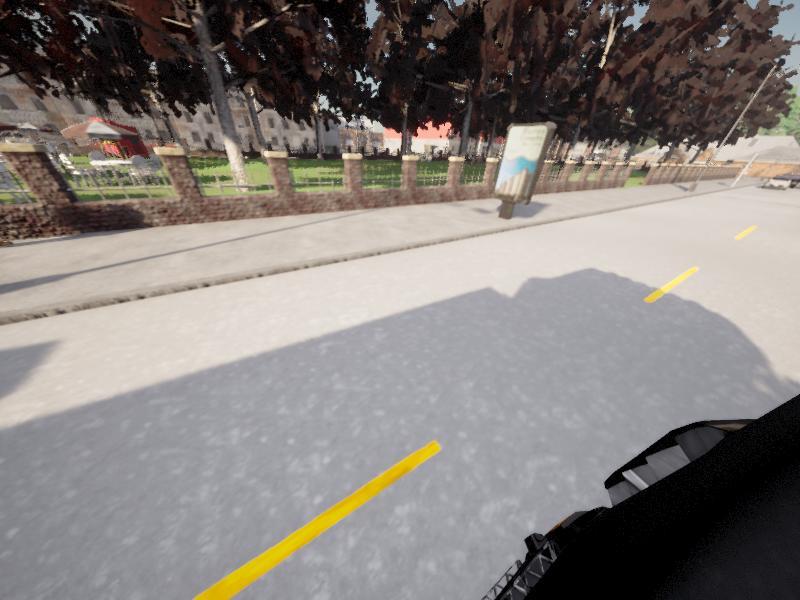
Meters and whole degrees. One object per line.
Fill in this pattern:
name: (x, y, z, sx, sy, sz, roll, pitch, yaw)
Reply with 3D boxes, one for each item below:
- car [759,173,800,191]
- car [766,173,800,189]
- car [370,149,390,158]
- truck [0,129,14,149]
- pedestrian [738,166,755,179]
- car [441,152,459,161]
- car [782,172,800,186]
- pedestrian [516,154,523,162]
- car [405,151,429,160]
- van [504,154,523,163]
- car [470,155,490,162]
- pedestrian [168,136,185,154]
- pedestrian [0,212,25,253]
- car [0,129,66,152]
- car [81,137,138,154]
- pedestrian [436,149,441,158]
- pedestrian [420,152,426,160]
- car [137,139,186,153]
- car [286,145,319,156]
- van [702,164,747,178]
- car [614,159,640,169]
car: (42.031, -13.105, 25.546, 3.633, 1.501, 1.845, -18, 39, -28)
car: (47.836, -14.697, 28.515, 5.357, 1.411, 2.033, -17, 38, -27)
car: (-4.247, -31.096, 49.010, 3.633, 1.501, 1.845, -17, 38, -27)
truck: (-48.854, -17.898, 25.185, 6.274, 2.098, 2.390, -19, 39, -30)
pedestrian: (58.632, -21.594, 39.075, 0.751, 1.860, 0.751, -18, 39, -28)
car: (11.618, -33.229, 53.436, 3.705, 1.549, 1.789, -17, 38, -26)
car: (59.069, -17.980, 34.155, 5.366, 1.575, 1.801, -17, 39, -27)
pedestrian: (30.197, -35.882, 58.356, 0.751, 1.860, 0.751, -17, 38, -27)
car: (3.649, -30.857, 49.267, 4.514, 1.525, 2.007, -16, 38, -27)
van: (31.201, -39.058, 63.681, 4.480, 2.038, 2.069, -17, 38, -27)
car: (20.055, -35.533, 57.995, 4.892, 1.490, 1.837, -17, 38, -27)
pedestrian: (-28.729, -19.908, 29.752, 0.751, 1.860, 0.751, -7, 35, -14)
pedestrian: (-8.251, -1.783, 4.083, 0.751, 1.860, 0.751, -17, 38, -27)
car: (-41.571, -17.626, 25.536, 4.605, 1.855, 1.932, -16, 38, -26)
car: (-35.668, -19.106, 28.587, 3.806, 1.475, 1.970, -17, 39, -27)
pedestrian: (9.978, -37.578, 59.335, 0.751, 1.860, 0.751, -13, 37, -22)
pedestrian: (4.418, -27.766, 44.652, 0.751, 1.300, 0.751, -24, 42, -34)
car: (-34.158, -22.195, 33.304, 4.514, 1.525, 2.007, -17, 38, -27)
car: (-17.680, -27.095, 41.966, 4.902, 1.511, 2.128, -17, 38, -27)
van: (62.201, -24.886, 44.420, 1.775, 1.987, 4.442, -17, 38, -27)
car: (56.777, -34.074, 57.870, 1.905, 1.878, 3.866, -16, 38, -27)
